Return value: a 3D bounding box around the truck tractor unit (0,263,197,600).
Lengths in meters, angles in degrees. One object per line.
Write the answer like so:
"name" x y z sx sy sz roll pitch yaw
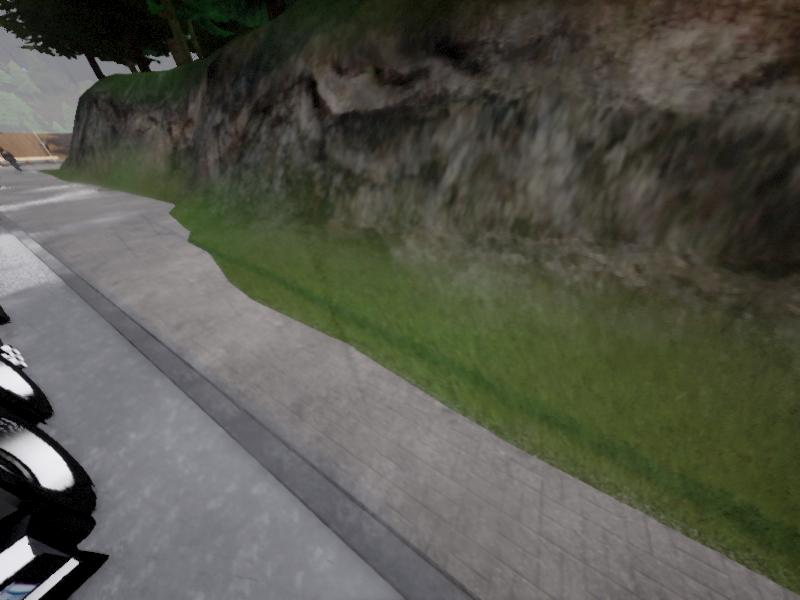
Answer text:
"truck tractor unit" -5.115 -0.297 0.778 6.516 4.208 3.053 18 39 24

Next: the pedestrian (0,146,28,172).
"pedestrian" -33.429 -12.081 19.801 0.751 1.860 0.751 17 38 23
